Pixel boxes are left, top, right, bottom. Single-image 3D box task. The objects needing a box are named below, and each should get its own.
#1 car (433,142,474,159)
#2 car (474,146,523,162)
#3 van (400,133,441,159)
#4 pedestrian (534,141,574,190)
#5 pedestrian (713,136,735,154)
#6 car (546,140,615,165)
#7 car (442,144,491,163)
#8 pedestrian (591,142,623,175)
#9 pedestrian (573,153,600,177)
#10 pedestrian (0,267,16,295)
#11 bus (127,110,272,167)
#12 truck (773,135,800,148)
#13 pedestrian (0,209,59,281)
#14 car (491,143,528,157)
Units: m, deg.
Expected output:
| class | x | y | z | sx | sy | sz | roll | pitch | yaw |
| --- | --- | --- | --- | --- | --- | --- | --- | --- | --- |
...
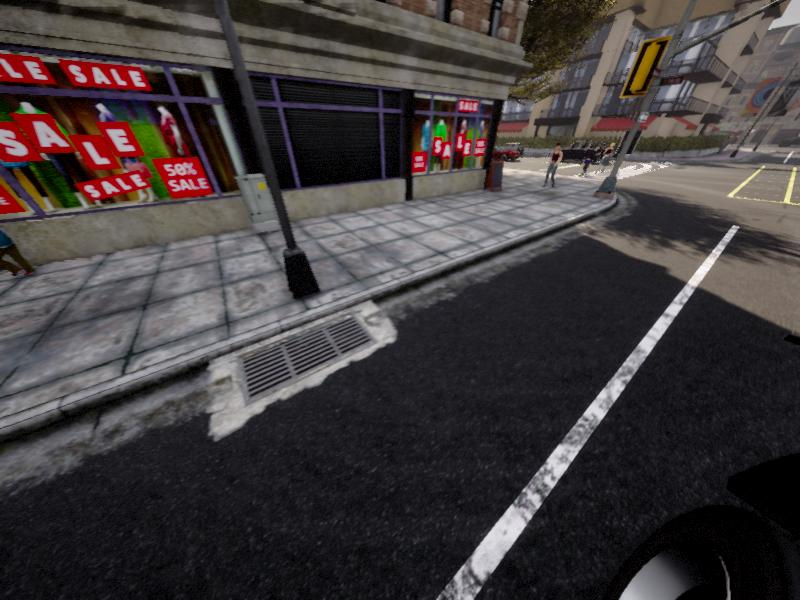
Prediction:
| class | x | y | z | sx | sy | sz | roll | pitch | yaw |
| --- | --- | --- | --- | --- | --- | --- | --- | --- | --- |
| car | 6.850 | -19.683 | 30.303 | 1.801 | 1.575 | 5.366 | -22 | 41 | -28 |
| car | 10.842 | -16.338 | 25.776 | 1.895 | 1.301 | 4.718 | -22 | 41 | -28 |
| van | 2.491 | -20.104 | 30.115 | 1.988 | 2.561 | 5.915 | -22 | 41 | -28 |
| pedestrian | 7.142 | -6.266 | 10.772 | 0.751 | 1.860 | 0.751 | -21 | 40 | -27 |
| pedestrian | 41.653 | -19.899 | 29.696 | 0.751 | 1.860 | 0.751 | -22 | 41 | -27 |
| car | 17.560 | -14.633 | 22.786 | 1.932 | 1.855 | 4.605 | -23 | 41 | -28 |
| car | 7.076 | -15.973 | 25.127 | 1.837 | 1.490 | 4.892 | -22 | 41 | -28 |
| pedestrian | 14.178 | -9.727 | 15.858 | 0.751 | 1.860 | 0.751 | -18 | 39 | -23 |
| pedestrian | 12.131 | -8.797 | 15.048 | 0.751 | 1.300 | 0.751 | -20 | 40 | -25 |
| pedestrian | -6.957 | -0.792 | 3.175 | 0.751 | 1.860 | 0.751 | -24 | 41 | -29 |
| bus | -20.364 | -17.190 | 24.747 | 10.273 | 4.253 | 3.944 | -22 | 41 | -28 |
| truck | 77.831 | -30.354 | 44.204 | 2.390 | 2.098 | 6.274 | -12 | 37 | -16 |
| pedestrian | -7.018 | -0.956 | 4.067 | 0.500 | 1.100 | 0.500 | -8 | 36 | -11 |
| car | 14.648 | -20.317 | 31.207 | 1.970 | 1.475 | 3.806 | -23 | 41 | -28 |
